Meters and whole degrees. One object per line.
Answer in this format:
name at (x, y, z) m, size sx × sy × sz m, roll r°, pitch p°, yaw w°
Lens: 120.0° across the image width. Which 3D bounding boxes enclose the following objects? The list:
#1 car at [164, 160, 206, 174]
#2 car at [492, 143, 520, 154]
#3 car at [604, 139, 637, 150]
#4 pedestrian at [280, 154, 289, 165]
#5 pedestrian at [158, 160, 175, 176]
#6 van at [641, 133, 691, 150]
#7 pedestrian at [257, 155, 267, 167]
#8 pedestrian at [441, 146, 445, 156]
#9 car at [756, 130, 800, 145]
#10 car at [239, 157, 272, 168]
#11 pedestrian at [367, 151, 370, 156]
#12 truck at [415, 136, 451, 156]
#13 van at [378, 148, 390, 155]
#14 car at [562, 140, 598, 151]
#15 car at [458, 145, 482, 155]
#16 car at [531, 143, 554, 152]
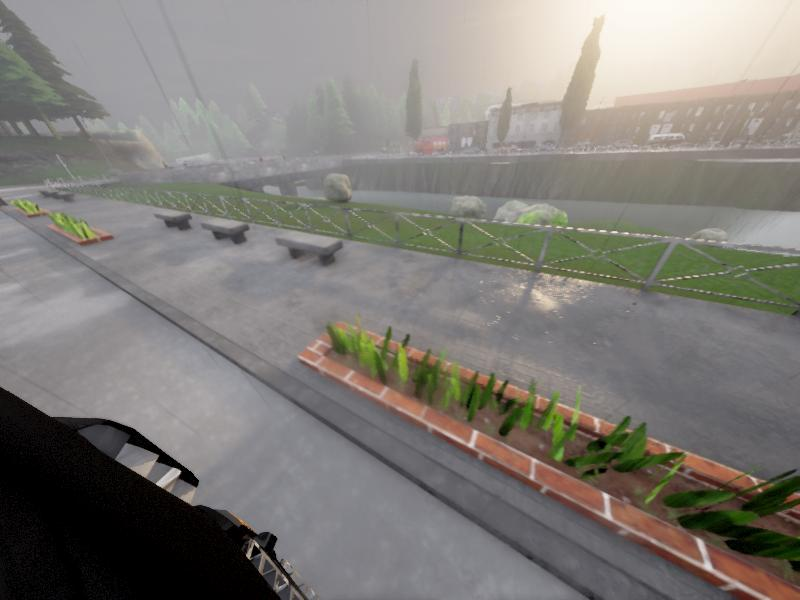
car at (-37.440, -23.219, 40.321) m, size 2.242 × 1.667 × 4.611 m, roll 16°, pitch 38°, yaw 26°
car at (23.305, -33.324, 50.855) m, size 5.027 × 1.651 × 2.152 m, roll 16°, pitch 38°, yaw 26°
car at (40.297, -28.465, 42.348) m, size 3.806 × 1.475 × 1.970 m, roll 16°, pitch 38°, yaw 26°
pedestrian at (-22.803, -27.799, 45.673) m, size 0.751 × 1.860 × 0.751 m, roll 8°, pitch 35°, yaw 16°
pedestrian at (-32.285, -18.172, 31.900) m, size 0.751 × 1.860 × 0.751 m, roll 16°, pitch 38°, yaw 26°
van at (42.594, -25.498, 37.193) m, size 4.480 × 2.038 × 2.069 m, roll 16°, pitch 38°, yaw 26°
pedestrian at (-25.628, -25.800, 42.883) m, size 0.751 × 1.860 × 0.751 m, roll 22°, pitch 41°, yaw 33°
pedestrian at (10.086, -35.001, 54.148) m, size 0.751 × 1.860 × 0.751 m, roll -14°, pitch 35°, yaw -15°
car at (57.298, -23.721, 33.734) m, size 5.238 × 1.638 × 1.930 m, roll 16°, pitch 38°, yaw 26°
car at (-28.715, -27.430, 46.111) m, size 2.038 × 1.542 × 4.974 m, roll 16°, pitch 38°, yaw 26°
pedestrian at (-9.985, -46.415, 73.399) m, size 0.751 × 1.300 × 0.751 m, roll 11°, pitch 36°, yaw 20°
truck at (8.125, -38.526, 57.854) m, size 8.468 × 3.827 × 2.891 m, roll 16°, pitch 38°, yaw 26°
van at (-5.998, -54.766, 85.044) m, size 2.069 × 2.038 × 4.480 m, roll 16°, pitch 38°, yaw 26°
car at (34.869, -30.067, 45.035) m, size 5.238 × 1.638 × 1.930 m, roll 16°, pitch 38°, yaw 26°
car at (16.394, -35.280, 54.333) m, size 4.856 × 1.649 × 2.033 m, roll 16°, pitch 38°, yaw 26°
car at (29.498, -31.513, 47.778) m, size 3.806 × 1.475 × 1.970 m, roll 16°, pitch 38°, yaw 26°
